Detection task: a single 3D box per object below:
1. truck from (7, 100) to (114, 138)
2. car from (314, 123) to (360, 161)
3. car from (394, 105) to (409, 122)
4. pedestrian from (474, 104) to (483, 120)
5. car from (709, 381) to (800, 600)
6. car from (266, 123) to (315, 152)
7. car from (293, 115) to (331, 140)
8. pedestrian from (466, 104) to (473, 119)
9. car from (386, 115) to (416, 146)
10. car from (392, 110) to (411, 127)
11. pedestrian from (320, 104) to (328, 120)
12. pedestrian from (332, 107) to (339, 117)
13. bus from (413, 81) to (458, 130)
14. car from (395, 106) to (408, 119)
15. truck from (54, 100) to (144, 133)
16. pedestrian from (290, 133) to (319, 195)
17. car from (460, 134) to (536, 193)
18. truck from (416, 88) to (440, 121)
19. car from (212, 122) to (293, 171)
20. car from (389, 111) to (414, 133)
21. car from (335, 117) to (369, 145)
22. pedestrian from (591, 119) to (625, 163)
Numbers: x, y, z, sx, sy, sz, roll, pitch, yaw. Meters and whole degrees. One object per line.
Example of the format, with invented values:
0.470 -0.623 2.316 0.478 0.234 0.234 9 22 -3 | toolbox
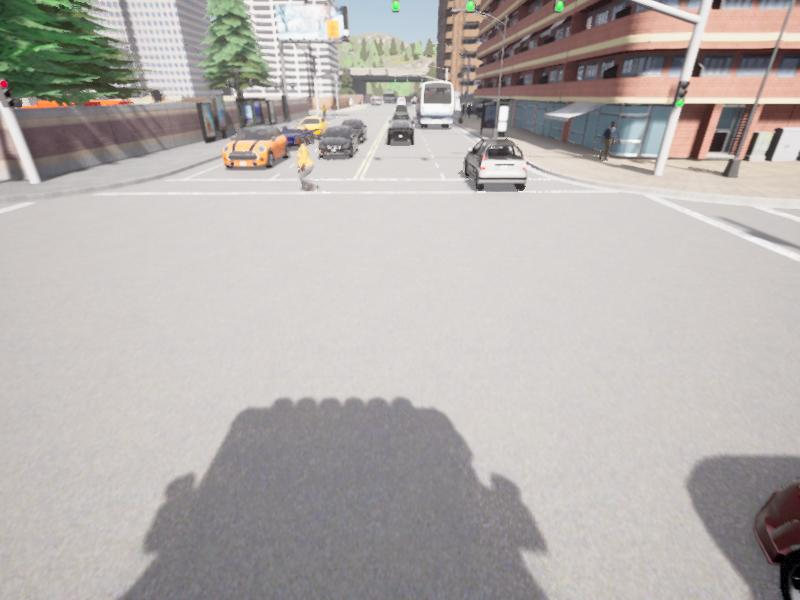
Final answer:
-25.695 -13.850 30.550 5.204 2.467 2.615 0 27 0 | truck
-3.430 -9.036 22.654 1.837 1.490 4.892 0 27 0 | car
0.169 -24.103 51.622 1.905 1.878 3.866 0 27 0 | car
9.983 -23.913 50.931 0.751 1.860 0.751 0 27 0 | pedestrian
3.492 2.099 1.059 1.994 1.385 4.181 0 27 0 | car
-6.923 -10.559 25.830 1.895 1.301 4.718 0 27 0 | car
-6.900 -13.828 31.943 1.882 1.535 5.008 0 27 0 | car
9.163 -24.921 52.894 0.751 1.860 0.751 1 27 1 | pedestrian
0.067 -12.250 28.774 1.930 1.638 5.238 0 27 0 | car
0.148 -20.671 45.472 2.033 1.411 5.357 0 27 0 | car
-9.846 -24.544 52.094 0.751 1.860 0.751 2 27 3 | pedestrian
-9.907 -29.005 61.743 0.751 1.300 0.751 3 27 6 | pedestrian
3.522 -21.161 43.313 3.944 4.253 10.273 0 27 0 | bus
0.174 -27.391 58.372 1.801 1.575 5.366 0 27 0 | car
-25.688 -15.817 34.386 5.204 2.467 2.615 0 27 0 | truck
-3.182 -4.564 13.453 0.751 1.860 0.751 -5 28 -10 | pedestrian
3.541 -5.306 15.261 1.851 1.617 3.988 0 27 0 | car
3.772 -27.653 56.439 2.891 3.827 8.468 1 27 1 | truck
-6.944 -7.586 19.485 2.097 1.767 4.553 0 27 0 | car
0.118 -16.865 37.746 2.242 1.667 4.611 0 27 0 | car
-3.411 -12.325 29.069 1.837 1.490 4.892 0 27 0 | car
9.852 -7.538 18.990 0.751 1.860 0.751 -5 28 -9 | pedestrian
